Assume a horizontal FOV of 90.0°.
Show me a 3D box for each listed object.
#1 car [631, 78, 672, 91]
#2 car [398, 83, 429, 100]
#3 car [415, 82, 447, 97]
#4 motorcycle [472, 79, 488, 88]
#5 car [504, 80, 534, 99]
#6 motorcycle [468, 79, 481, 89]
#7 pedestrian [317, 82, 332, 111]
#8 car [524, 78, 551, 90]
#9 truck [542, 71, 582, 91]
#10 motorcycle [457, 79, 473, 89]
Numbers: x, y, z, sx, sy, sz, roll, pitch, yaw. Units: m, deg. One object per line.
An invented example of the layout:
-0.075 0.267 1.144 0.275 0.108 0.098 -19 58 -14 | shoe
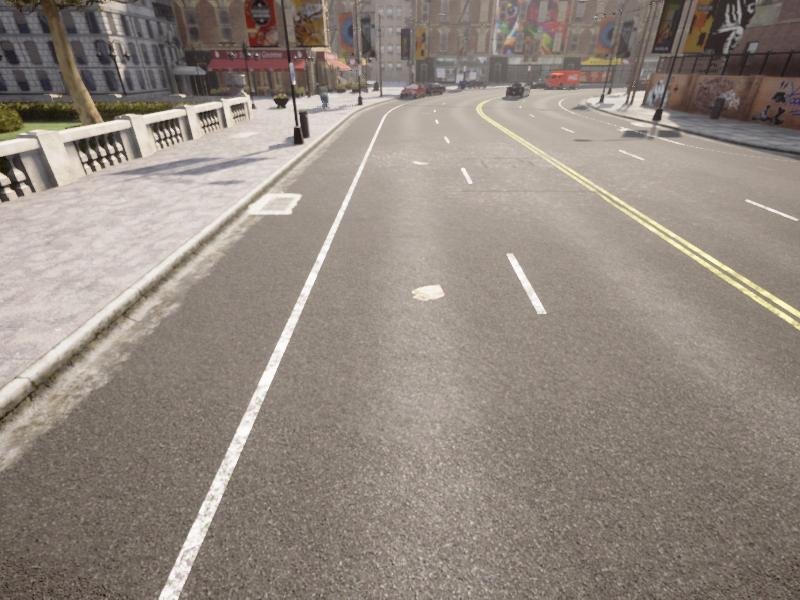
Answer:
36.758 -31.558 58.557 4.611 1.667 2.242 -7 31 -13 | car
1.527 -22.936 43.866 2.002 1.452 4.674 11 32 18 | car
3.769 -25.530 48.458 1.895 1.301 4.718 17 34 26 | car
12.304 -33.405 61.704 2.356 1.277 0.764 5 31 9 | motorcycle
13.420 -23.681 44.959 1.930 1.638 5.238 14 33 23 | car
11.361 -32.901 60.897 1.805 1.236 0.856 5 31 9 | motorcycle
-5.578 -15.073 29.645 0.751 1.860 0.751 5 31 9 | pedestrian
21.318 -33.601 62.199 3.806 1.475 1.970 -22 37 -32 | car
24.324 -32.959 60.026 5.204 2.467 2.627 -19 35 -29 | truck
9.823 -32.495 60.144 2.209 1.251 0.867 5 31 9 | motorcycle
